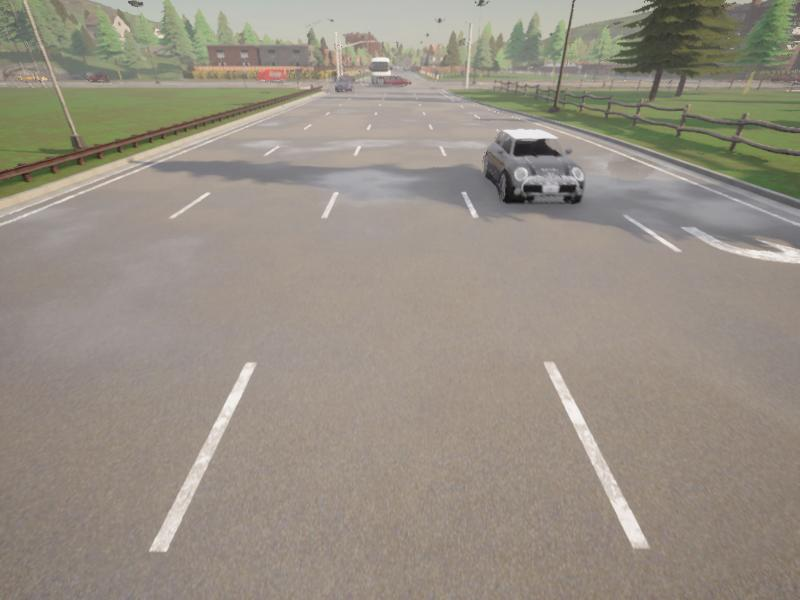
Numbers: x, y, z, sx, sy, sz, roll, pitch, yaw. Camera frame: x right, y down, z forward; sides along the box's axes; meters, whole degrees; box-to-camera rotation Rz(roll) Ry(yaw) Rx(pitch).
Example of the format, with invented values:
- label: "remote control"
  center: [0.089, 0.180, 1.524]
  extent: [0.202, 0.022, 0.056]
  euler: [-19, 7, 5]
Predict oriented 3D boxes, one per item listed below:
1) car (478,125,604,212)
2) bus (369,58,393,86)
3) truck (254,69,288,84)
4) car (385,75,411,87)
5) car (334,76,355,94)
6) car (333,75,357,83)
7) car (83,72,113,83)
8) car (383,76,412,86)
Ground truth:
- label: "car"
  center: [3.506, -3.707, 10.838]
  extent: [1.970, 1.475, 3.806]
  euler: [0, 30, 0]
- label: "bus"
  center: [-3.374, -42.685, 74.536]
  extent: [3.944, 4.253, 10.273]
  euler: [0, 31, 0]
- label: "truck"
  center: [-23.887, -41.601, 74.459]
  extent: [5.204, 2.467, 2.627]
  euler: [0, 30, 0]
- label: "car"
  center: [-0.322, -35.284, 64.546]
  extent: [3.988, 1.617, 1.851]
  euler: [0, 30, 1]
- label: "car"
  center: [-7.001, -27.464, 51.023]
  extent: [2.097, 1.767, 4.553]
  euler: [-1, 31, -1]
- label: "car"
  center: [-11.193, -45.208, 81.699]
  extent: [4.181, 1.385, 1.994]
  euler: [-21, 36, -31]
- label: "car"
  center: [-58.840, -43.315, 77.942]
  extent: [3.866, 1.878, 1.905]
  euler: [0, 30, 0]
- label: "car"
  center: [-0.474, -37.002, 67.599]
  extent: [4.792, 1.488, 2.163]
  euler: [0, 30, 1]
